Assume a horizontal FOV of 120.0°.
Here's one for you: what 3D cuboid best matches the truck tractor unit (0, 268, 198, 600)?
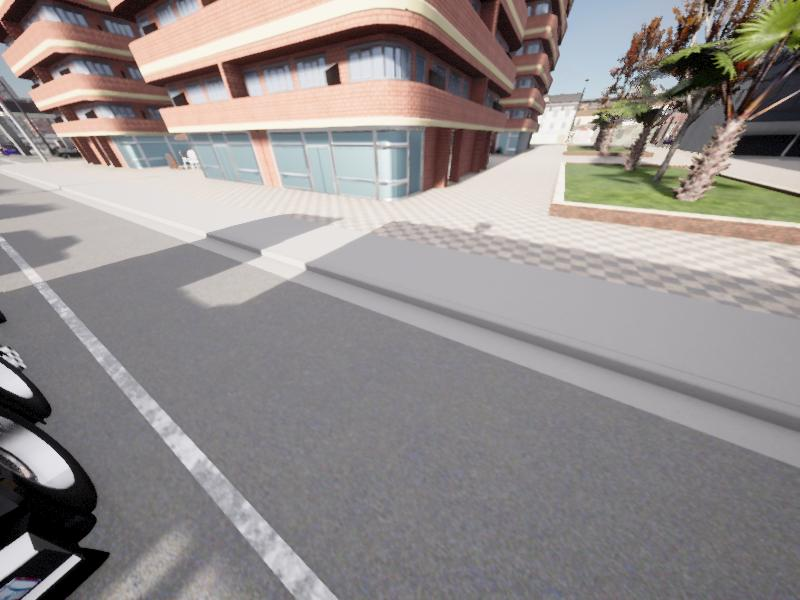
[{"bbox_3d":[-5.130,-0.278,0.777,6.516,4.208,3.053,18,39,24],"label":"truck tractor unit"}]

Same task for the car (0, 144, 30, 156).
[{"bbox_3d":[-68.098,-26.343,40.550,4.611,1.667,2.242,18,39,25],"label":"car"}]
